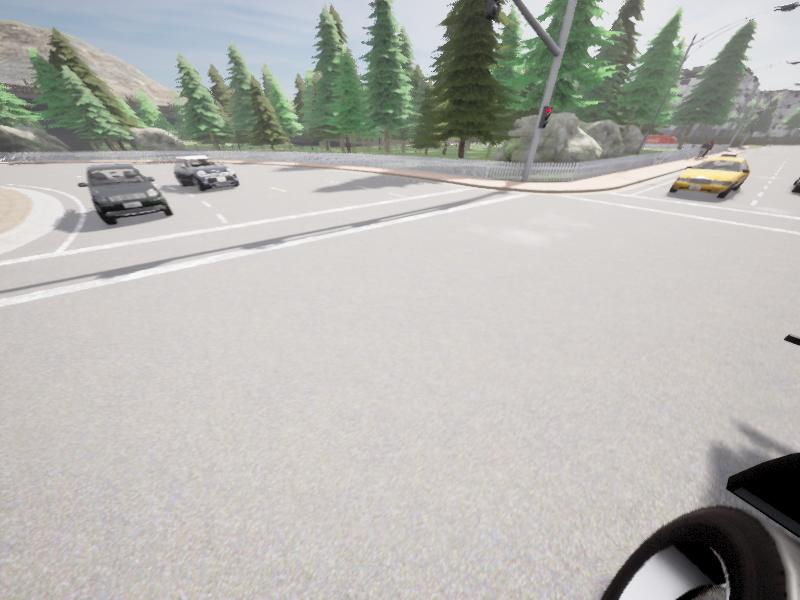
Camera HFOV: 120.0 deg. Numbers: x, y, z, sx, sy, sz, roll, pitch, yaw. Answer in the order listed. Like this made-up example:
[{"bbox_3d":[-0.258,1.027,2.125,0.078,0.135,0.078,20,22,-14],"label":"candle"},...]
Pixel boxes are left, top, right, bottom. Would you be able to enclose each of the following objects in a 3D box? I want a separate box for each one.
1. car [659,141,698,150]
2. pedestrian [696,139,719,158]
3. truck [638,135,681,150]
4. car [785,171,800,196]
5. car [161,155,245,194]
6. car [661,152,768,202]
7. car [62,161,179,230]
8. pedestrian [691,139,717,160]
[{"bbox_3d":[59.868,-33.423,49.787,2.128,1.511,4.902,-21,40,-27],"label":"car"},{"bbox_3d":[35.418,-17.460,26.625,0.751,1.860,0.751,-19,39,-25],"label":"pedestrian"},{"bbox_3d":[55.590,-33.861,49.621,2.627,2.467,5.204,-21,40,-27],"label":"truck"},{"bbox_3d":[20.888,-5.930,10.941,4.792,1.488,2.163,-22,40,-28],"label":"car"},{"bbox_3d":[-10.876,-7.060,12.792,3.806,1.475,1.970,21,40,28],"label":"car"},{"bbox_3d":[15.122,-6.046,11.080,5.366,1.575,1.801,-21,40,-27],"label":"car"},{"bbox_3d":[-9.682,-3.843,8.117,3.705,1.549,1.789,28,44,34],"label":"car"},{"bbox_3d":[32.499,-16.096,24.706,0.751,1.860,0.751,-17,38,-22],"label":"pedestrian"}]
